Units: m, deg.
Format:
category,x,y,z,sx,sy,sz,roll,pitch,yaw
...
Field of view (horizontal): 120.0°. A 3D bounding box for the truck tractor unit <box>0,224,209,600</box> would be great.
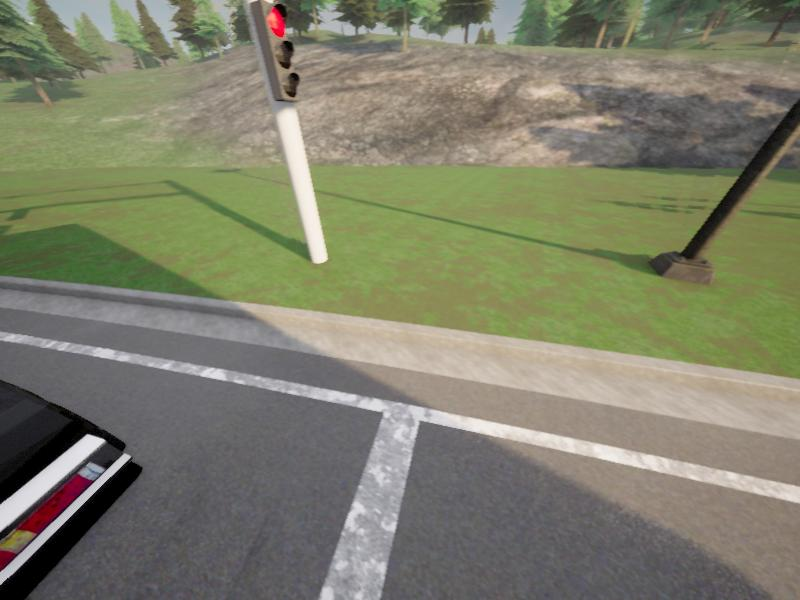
category,x,y,z,sx,sy,sz,roll,pitch,yaw
truck tractor unit,-5.335,0.042,0.298,6.516,4.208,3.053,7,36,9
